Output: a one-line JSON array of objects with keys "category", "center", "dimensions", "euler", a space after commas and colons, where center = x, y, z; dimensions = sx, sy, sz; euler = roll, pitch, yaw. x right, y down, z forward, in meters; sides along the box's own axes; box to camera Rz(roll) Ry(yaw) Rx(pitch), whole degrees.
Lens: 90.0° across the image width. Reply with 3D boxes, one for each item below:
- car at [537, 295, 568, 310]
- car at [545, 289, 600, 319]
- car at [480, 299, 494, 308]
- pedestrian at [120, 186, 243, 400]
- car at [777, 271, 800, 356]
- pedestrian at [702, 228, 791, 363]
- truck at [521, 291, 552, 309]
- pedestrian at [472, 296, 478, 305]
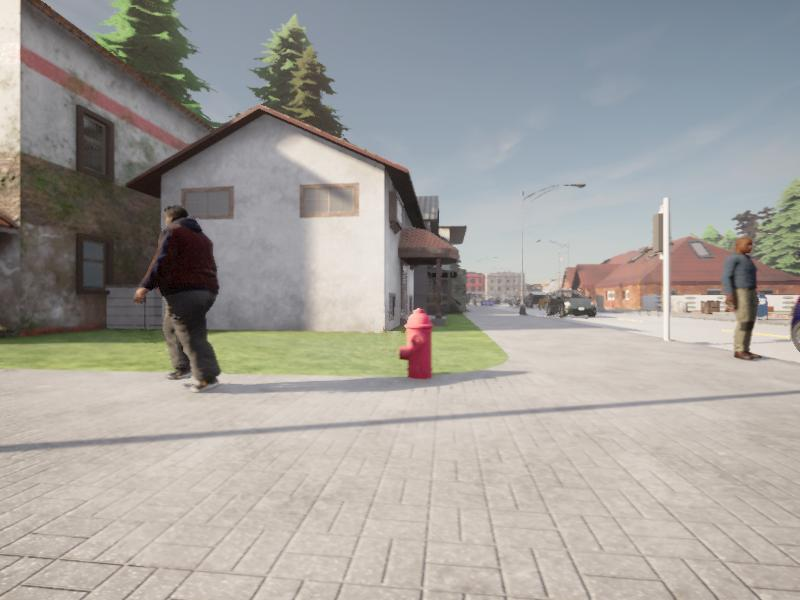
[{"category": "car", "center": [16.055, 0.262, 42.444], "dimensions": [1.882, 1.535, 5.008], "euler": [0, 0, 7]}, {"category": "car", "center": [9.776, 0.210, 23.006], "dimensions": [1.851, 1.617, 3.988], "euler": [0, 0, 7]}, {"category": "car", "center": [15.342, 0.547, 71.060], "dimensions": [2.007, 1.525, 4.514], "euler": [0, 0, 7]}, {"category": "pedestrian", "center": [-2.068, -0.061, 3.883], "dimensions": [0.751, 1.860, 0.751], "euler": [0, 0, 7]}, {"category": "car", "center": [7.758, 0.234, 5.572], "dimensions": [1.845, 1.501, 3.633], "euler": [0, 0, 7]}, {"category": "pedestrian", "center": [5.167, -0.059, 5.996], "dimensions": [0.751, 1.860, 0.751], "euler": [0, 0, -23]}, {"category": "truck", "center": [16.910, -0.012, 49.862], "dimensions": [2.390, 2.098, 6.274], "euler": [0, 0, 7]}, {"category": "pedestrian", "center": [14.471, 0.106, 76.909], "dimensions": [0.751, 1.860, 0.751], "euler": [0, 0, -29]}]
